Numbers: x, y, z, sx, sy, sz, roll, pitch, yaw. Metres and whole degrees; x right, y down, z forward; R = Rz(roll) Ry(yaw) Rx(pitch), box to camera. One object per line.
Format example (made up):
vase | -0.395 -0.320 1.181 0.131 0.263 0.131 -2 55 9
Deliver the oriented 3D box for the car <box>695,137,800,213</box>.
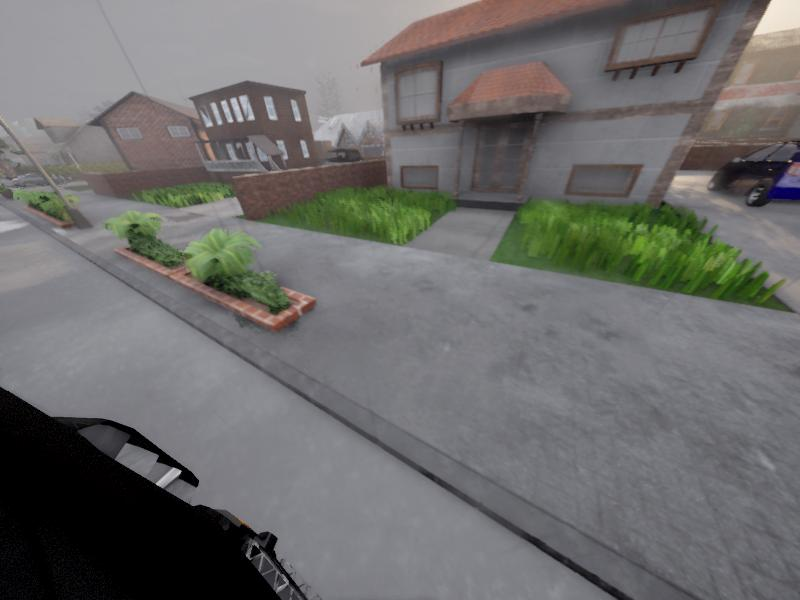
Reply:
car | 10.898 -3.655 6.544 1.845 1.501 3.633 16 38 26

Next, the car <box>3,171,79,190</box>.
car | -40.068 -13.498 25.965 1.994 1.385 4.181 10 36 19

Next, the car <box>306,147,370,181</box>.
car | -4.342 -9.625 16.354 3.866 1.878 1.905 16 38 26
